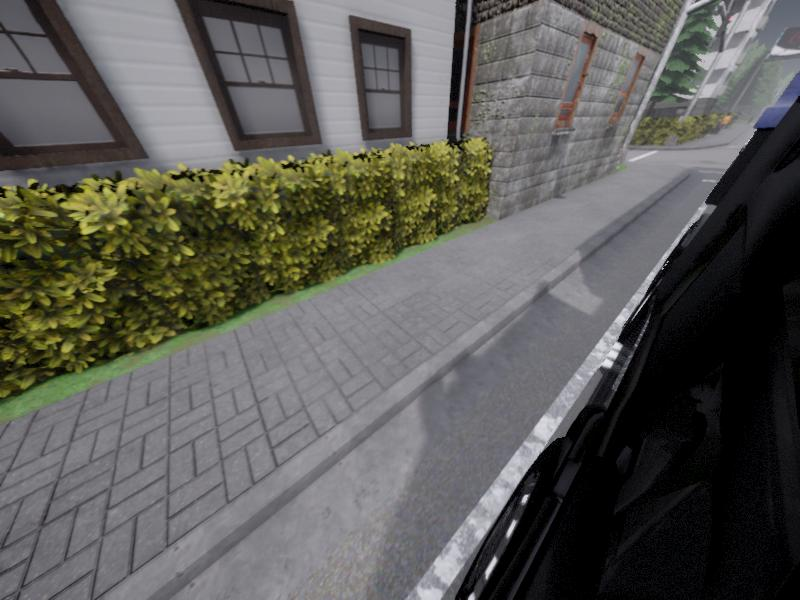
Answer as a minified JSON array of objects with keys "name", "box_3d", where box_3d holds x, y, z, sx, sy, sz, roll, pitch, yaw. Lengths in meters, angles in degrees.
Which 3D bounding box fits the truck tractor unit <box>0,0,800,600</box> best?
[{"name":"truck tractor unit","box_3d":[2.645,-0.295,0.351,6.516,4.208,3.053,-28,44,-30]}]

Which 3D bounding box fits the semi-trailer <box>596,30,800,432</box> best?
[{"name":"semi-trailer","box_3d":[8.786,-3.555,4.123,14.254,4.402,2.717,-27,43,-29]}]

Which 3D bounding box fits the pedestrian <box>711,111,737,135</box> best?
[{"name":"pedestrian","box_3d":[32.993,-18.000,23.552,0.751,1.860,0.751,-27,43,-29]}]
